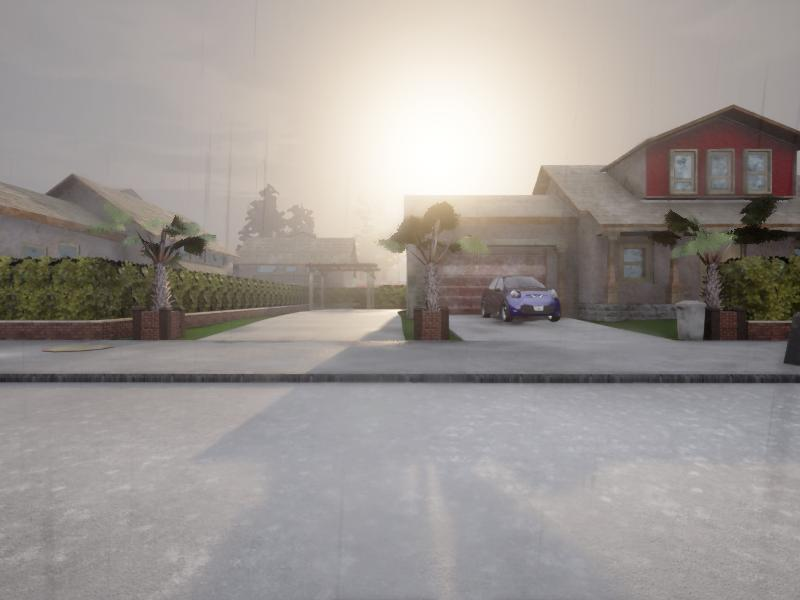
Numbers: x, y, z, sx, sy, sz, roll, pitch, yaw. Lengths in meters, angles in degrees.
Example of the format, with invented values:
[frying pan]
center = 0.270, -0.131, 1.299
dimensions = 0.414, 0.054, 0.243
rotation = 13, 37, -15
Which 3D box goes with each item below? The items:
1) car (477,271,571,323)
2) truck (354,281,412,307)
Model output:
[car]
center = 3.891, -0.082, 13.247
dimensions = 1.845, 1.501, 3.633
rotation = 0, 0, -3
[truck]
center = -2.477, -0.921, 60.272
dimensions = 8.468, 3.827, 2.891
rotation = 0, 0, 0
